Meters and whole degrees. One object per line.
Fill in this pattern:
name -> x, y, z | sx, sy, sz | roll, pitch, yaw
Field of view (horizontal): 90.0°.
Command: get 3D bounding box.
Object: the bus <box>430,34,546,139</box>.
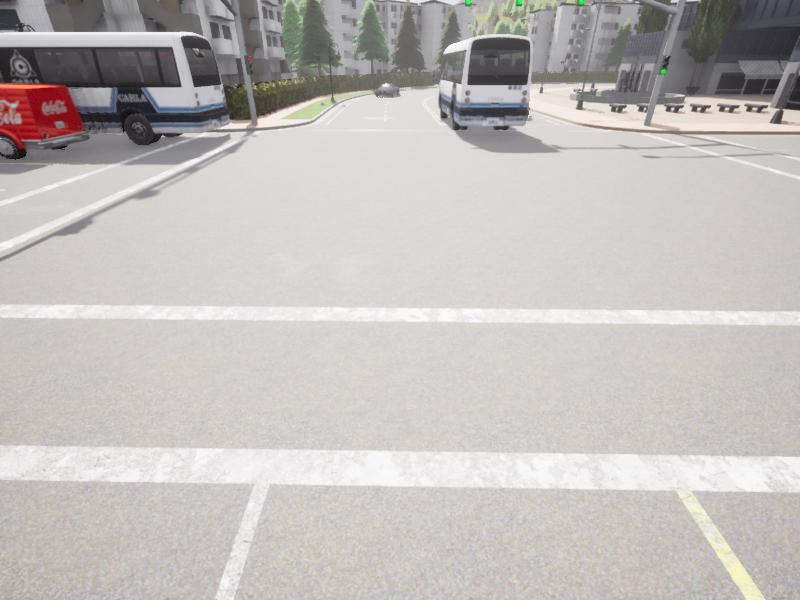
bus -> 4.230, -12.261, 22.783 | 3.944, 4.253, 10.273 | -1, 30, -1

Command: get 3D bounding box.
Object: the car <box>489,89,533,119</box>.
car -> 7.712, -13.862, 28.151 | 1.851, 1.617, 3.988 | -1, 30, -1

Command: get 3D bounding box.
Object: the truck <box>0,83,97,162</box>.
truck -> -15.541, -6.871, 15.334 | 5.204, 2.467, 2.627 | 1, 30, 1

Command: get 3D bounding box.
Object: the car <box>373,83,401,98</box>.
car -> -1.414, -23.776, 45.352 | 1.994, 1.385, 4.181 | 7, 31, 13

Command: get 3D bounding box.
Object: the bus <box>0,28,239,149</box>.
bus -> -13.423, -9.325, 17.752 | 10.273, 4.253, 3.944 | 1, 30, 1
